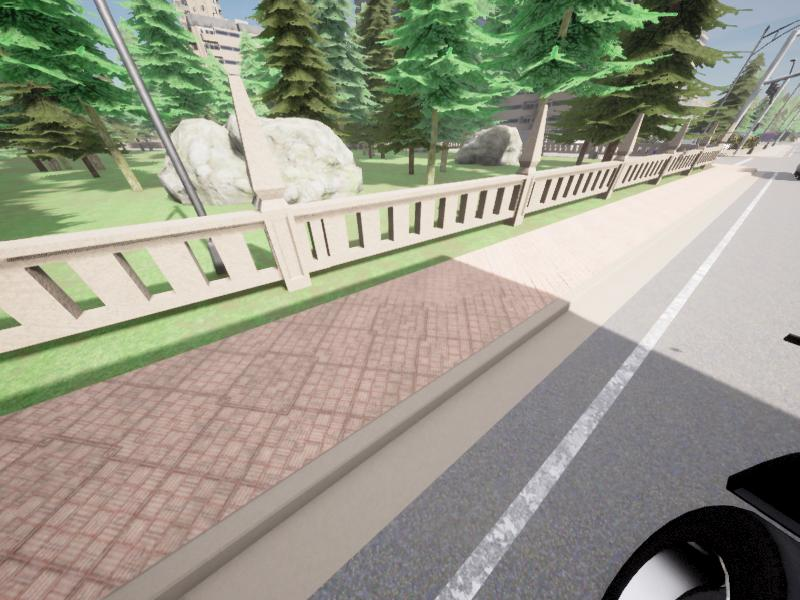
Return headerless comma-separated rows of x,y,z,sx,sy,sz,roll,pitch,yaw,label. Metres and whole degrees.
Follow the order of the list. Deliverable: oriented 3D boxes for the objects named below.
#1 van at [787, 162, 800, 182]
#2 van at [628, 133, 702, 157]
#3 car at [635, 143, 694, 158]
26.600,-8.659,13.908,6.366,2.431,2.351,-22,41,-28,van
36.130,-21.374,31.787,1.988,2.561,5.915,-22,41,-28,van
33.858,-19.302,29.744,2.007,1.525,4.514,-22,41,-28,car
